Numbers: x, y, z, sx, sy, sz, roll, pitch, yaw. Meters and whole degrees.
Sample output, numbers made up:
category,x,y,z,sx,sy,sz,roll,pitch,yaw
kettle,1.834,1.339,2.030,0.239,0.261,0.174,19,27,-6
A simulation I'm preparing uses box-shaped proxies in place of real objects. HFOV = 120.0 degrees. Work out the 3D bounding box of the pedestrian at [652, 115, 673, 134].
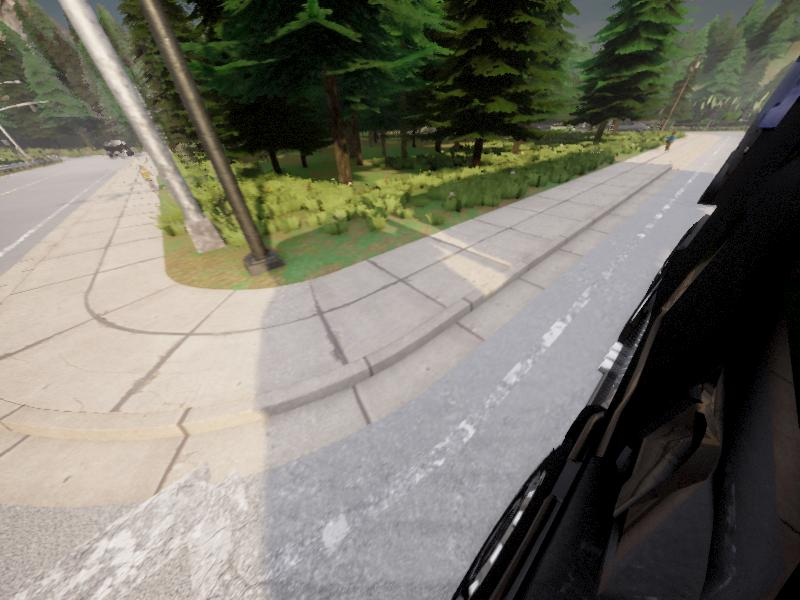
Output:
category,x,y,z,sx,sy,sz,roll,pitch,yaw
pedestrian,32.776,-21.849,28.848,0.751,1.860,0.751,-18,40,-20

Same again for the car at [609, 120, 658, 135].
category,x,y,z,sx,sy,sz,roll,pitch,yaw
car,34.065,-25.214,33.830,2.007,1.525,4.514,-26,43,-28

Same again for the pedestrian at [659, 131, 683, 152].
category,x,y,z,sx,sy,sz,roll,pitch,yaw
pedestrian,17.859,-10.436,15.240,0.500,1.100,0.500,-23,41,-25

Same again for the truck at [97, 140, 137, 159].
category,x,y,z,sx,sy,sz,roll,pitch,yaw
truck,-42.949,-23.054,35.260,2.390,2.098,6.274,-26,43,-28

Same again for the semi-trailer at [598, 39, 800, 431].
category,x,y,z,sx,sy,sz,roll,pitch,yaw
semi-trailer,8.708,-3.600,4.217,14.254,4.402,2.717,-28,44,-30

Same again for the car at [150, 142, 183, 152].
category,x,y,z,sx,sy,sz,roll,pitch,yaw
car,-47.880,-31.544,47.553,1.895,1.301,4.718,2,37,6

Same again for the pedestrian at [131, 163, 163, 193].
category,x,y,z,sx,sy,sz,roll,pitch,yaw
pedestrian,-11.485,-5.554,10.502,0.500,1.100,0.500,28,47,35

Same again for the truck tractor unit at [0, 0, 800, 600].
category,x,y,z,sx,sy,sz,roll,pitch,yaw
truck tractor unit,2.645,-0.295,0.351,6.516,4.208,3.053,-28,44,-30
